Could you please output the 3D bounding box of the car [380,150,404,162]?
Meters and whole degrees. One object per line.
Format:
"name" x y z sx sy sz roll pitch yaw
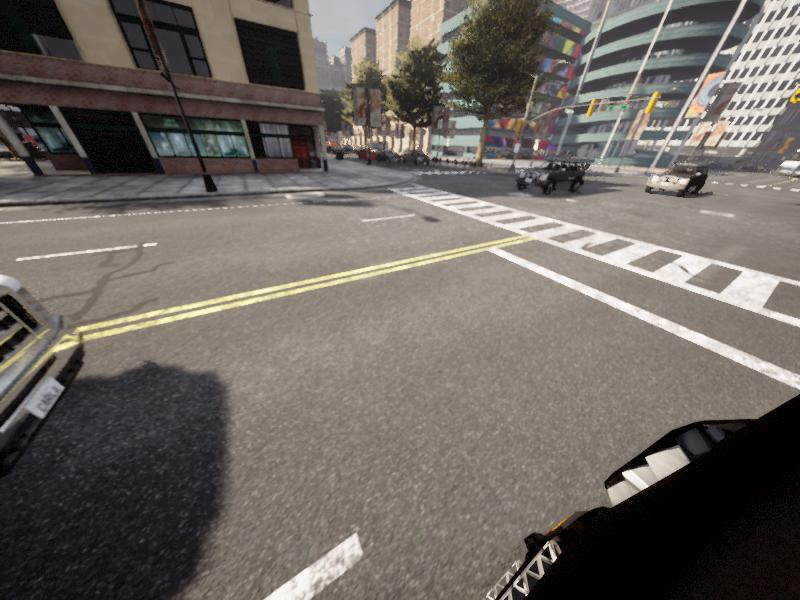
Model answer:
"car" -1.399 -23.073 36.986 1.994 1.385 4.181 -16 38 -26

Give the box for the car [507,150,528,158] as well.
"car" 40.105 -50.017 78.910 2.435 2.045 5.566 -16 38 -26

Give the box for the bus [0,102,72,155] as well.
"bus" -41.791 -18.153 24.462 3.944 4.253 10.273 -16 38 -26

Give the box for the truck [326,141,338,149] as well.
"truck" -27.157 -61.767 92.111 2.627 2.467 5.204 -16 38 -26

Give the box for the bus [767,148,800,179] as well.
"bus" 68.690 -22.962 38.714 3.944 4.253 10.273 25 40 30

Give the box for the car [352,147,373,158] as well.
"car" -7.418 -29.086 45.450 2.128 1.511 4.902 -16 38 -26

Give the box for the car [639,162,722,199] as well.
"car" 18.666 -8.071 15.408 4.605 1.855 1.932 -17 38 -25

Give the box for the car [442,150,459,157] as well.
"car" 14.306 -41.833 65.730 2.161 1.482 4.786 -16 38 -26

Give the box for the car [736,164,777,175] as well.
"car" 76.043 -28.036 49.381 2.152 1.651 5.027 13 35 16

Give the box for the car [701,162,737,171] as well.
"car" 78.497 -33.042 57.013 2.152 1.651 5.027 5 34 4

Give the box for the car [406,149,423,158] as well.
"car" 3.064 -31.481 49.680 1.845 1.501 3.633 -16 38 -26

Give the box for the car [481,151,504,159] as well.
"car" 23.692 -37.167 59.293 2.128 1.511 4.902 -16 38 -26

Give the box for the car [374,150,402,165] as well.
"car" -1.687 -19.563 31.659 1.812 1.442 4.674 -16 38 -26

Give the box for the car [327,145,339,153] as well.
"car" -17.282 -38.878 59.351 1.851 1.617 3.988 -16 38 -26

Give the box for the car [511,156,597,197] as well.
"car" 9.396 -7.618 14.145 4.605 1.855 1.932 -16 38 -26

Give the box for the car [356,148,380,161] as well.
"car" -5.062 -22.885 36.328 2.007 1.525 4.514 -16 38 -26

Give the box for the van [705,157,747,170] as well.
"van" 82.299 -34.650 58.539 1.988 2.561 5.915 3 34 1

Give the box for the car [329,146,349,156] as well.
"car" -12.198 -29.724 46.114 1.837 1.490 4.892 -21 40 -32

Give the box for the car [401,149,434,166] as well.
"car" 2.245 -19.606 31.772 2.242 1.667 4.611 -16 38 -26
